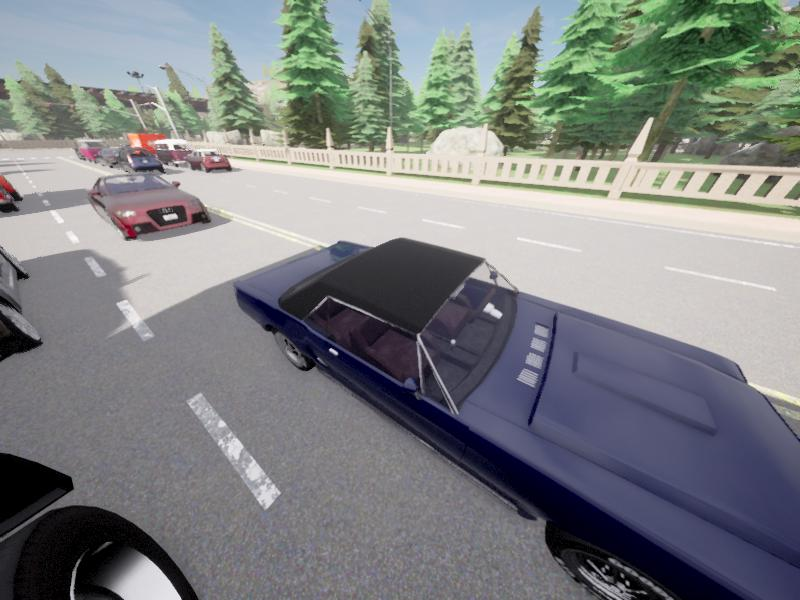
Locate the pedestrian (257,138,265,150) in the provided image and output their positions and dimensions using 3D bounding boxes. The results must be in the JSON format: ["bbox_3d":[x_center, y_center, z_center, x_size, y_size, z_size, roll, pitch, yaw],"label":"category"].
[{"bbox_3d":[-27.808,-31.210,46.209,0.751,1.860,0.751,23,41,29],"label":"pedestrian"}]

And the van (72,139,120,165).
[{"bbox_3d":[-31.064,-15.196,23.614,4.442,1.987,1.775,22,41,28],"label":"van"}]

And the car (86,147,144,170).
[{"bbox_3d":[-25.246,-12.593,20.464,5.357,1.411,2.033,22,41,28],"label":"car"}]

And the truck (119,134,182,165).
[{"bbox_3d":[-26.036,-15.813,24.103,5.204,2.467,2.627,22,41,28],"label":"truck"}]

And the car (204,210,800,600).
[{"bbox_3d":[0.400,0.320,2.349,4.718,1.301,1.895,22,41,28],"label":"car"}]

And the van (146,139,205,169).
[{"bbox_3d":[-20.354,-13.329,20.980,4.480,2.038,2.069,22,41,28],"label":"van"}]

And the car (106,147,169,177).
[{"bbox_3d":[-19.326,-10.276,17.022,3.988,1.617,1.851,22,41,28],"label":"car"}]

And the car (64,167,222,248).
[{"bbox_3d":[-7.732,-3.010,6.971,4.181,1.385,1.994,22,41,28],"label":"car"}]

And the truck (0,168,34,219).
[{"bbox_3d":[-15.719,-4.247,7.722,5.204,2.467,2.627,22,41,28],"label":"truck"}]

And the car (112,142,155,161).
[{"bbox_3d":[-32.182,-17.961,27.851,4.856,1.649,2.033,22,41,28],"label":"car"}]

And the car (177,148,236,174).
[{"bbox_3d":[-15.237,-11.020,18.220,3.806,1.475,1.970,22,40,28],"label":"car"}]

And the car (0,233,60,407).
[{"bbox_3d":[-6.543,-0.175,2.728,5.238,1.638,1.930,22,40,28],"label":"car"}]

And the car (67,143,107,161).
[{"bbox_3d":[-35.784,-16.935,26.434,3.705,1.549,1.789,22,41,28],"label":"car"}]
